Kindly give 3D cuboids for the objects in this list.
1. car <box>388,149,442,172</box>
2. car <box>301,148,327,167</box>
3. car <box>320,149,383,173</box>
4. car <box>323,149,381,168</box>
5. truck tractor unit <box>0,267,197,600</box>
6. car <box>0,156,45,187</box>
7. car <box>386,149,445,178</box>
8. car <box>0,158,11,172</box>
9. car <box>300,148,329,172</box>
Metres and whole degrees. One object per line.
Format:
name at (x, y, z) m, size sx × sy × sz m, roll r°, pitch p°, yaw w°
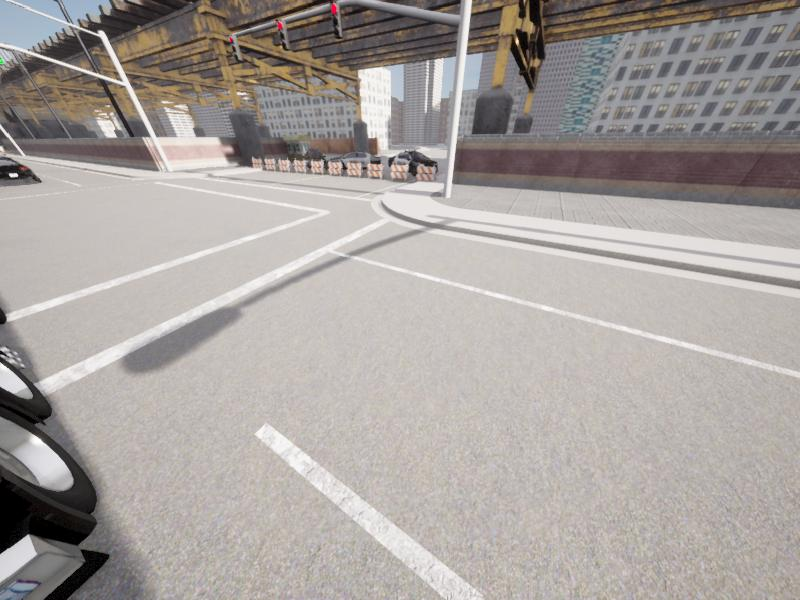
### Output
car at (1.011, -10.985, 18.091) m, size 1.853 × 1.218 × 4.536 m, roll -19°, pitch 39°, yaw -25°
car at (-8.018, -13.406, 21.639) m, size 1.853 × 1.218 × 4.536 m, roll -10°, pitch 36°, yaw -13°
car at (-4.004, -11.953, 19.797) m, size 4.974 × 1.542 × 2.038 m, roll -4°, pitch 35°, yaw -5°
car at (-3.954, -12.086, 19.712) m, size 4.536 × 1.218 × 1.853 m, roll -4°, pitch 35°, yaw -5°
truck tractor unit at (-5.117, -0.295, 0.772) m, size 6.516 × 4.208 × 3.053 m, roll 18°, pitch 39°, yaw 24°
car at (-26.047, -8.558, 15.224) m, size 4.674 × 1.442 × 1.812 m, roll 18°, pitch 39°, yaw 24°
car at (1.039, -10.831, 18.145) m, size 2.038 × 1.542 × 4.974 m, roll -19°, pitch 39°, yaw -25°
car at (-39.196, -12.933, 21.414) m, size 4.611 × 1.667 × 2.242 m, roll 18°, pitch 39°, yaw 24°
car at (-8.002, -13.249, 21.688) m, size 2.038 × 1.542 × 4.974 m, roll -10°, pitch 36°, yaw -13°
